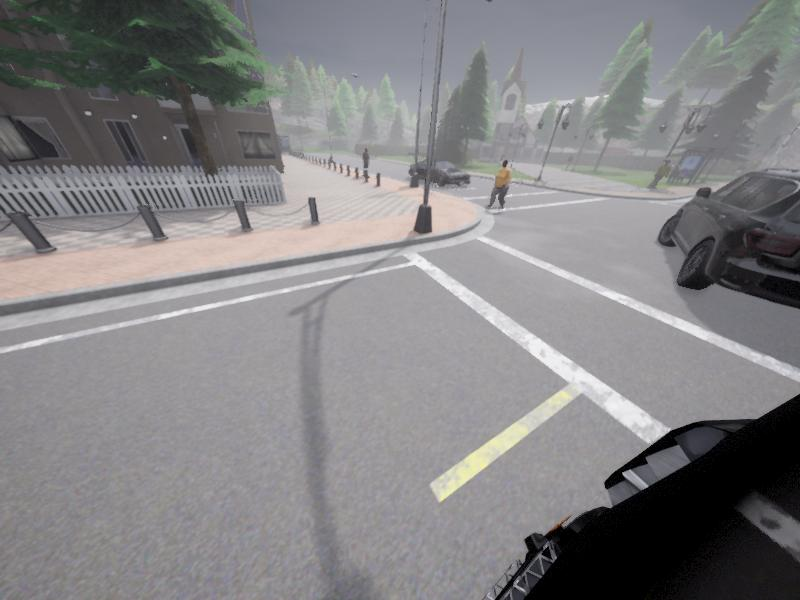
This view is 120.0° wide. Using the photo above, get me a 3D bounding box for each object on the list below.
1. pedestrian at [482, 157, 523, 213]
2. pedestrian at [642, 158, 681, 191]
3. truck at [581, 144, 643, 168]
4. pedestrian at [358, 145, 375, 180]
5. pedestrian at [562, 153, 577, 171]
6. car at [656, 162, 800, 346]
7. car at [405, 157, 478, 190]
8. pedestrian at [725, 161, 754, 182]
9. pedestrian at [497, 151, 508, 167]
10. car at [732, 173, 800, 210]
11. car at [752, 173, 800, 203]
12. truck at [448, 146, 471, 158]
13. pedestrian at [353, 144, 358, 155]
[{"bbox_3d":[4.016,-4.565,9.190,0.751,1.860,0.751,-16,38,-25],"label":"pedestrian"},{"bbox_3d":[17.136,-8.228,15.161,0.751,1.860,0.751,-13,37,-22],"label":"pedestrian"},{"bbox_3d":[44.487,-30.616,48.964,2.891,3.827,8.468,-23,41,-32],"label":"truck"},{"bbox_3d":[-2.173,-8.926,15.026,0.751,1.860,0.751,-16,38,-25],"label":"pedestrian"},{"bbox_3d":[20.873,-17.005,28.502,0.751,1.860,0.751,14,35,17],"label":"pedestrian"},{"bbox_3d":[7.351,-1.373,4.517,2.150,2.045,5.566,26,40,31],"label":"car"},{"bbox_3d":[2.572,-8.893,16.018,2.033,1.411,5.357,-15,38,-24],"label":"car"},{"bbox_3d":[36.270,-13.732,24.691,0.751,1.860,0.751,-11,36,-19],"label":"pedestrian"},{"bbox_3d":[13.726,-18.981,31.077,0.751,1.860,0.751,5,34,3],"label":"pedestrian"},{"bbox_3d":[21.756,-6.381,13.381,3.705,1.549,1.789,-16,38,-25],"label":"car"},{"bbox_3d":[26.721,-7.751,15.814,3.806,1.475,1.970,-16,38,-25],"label":"car"},{"bbox_3d":[16.077,-39.973,62.332,5.204,2.467,2.627,2,34,-1],"label":"truck"},{"bbox_3d":[-9.123,-30.996,47.528,0.751,1.860,0.751,-5,35,-11],"label":"pedestrian"}]
